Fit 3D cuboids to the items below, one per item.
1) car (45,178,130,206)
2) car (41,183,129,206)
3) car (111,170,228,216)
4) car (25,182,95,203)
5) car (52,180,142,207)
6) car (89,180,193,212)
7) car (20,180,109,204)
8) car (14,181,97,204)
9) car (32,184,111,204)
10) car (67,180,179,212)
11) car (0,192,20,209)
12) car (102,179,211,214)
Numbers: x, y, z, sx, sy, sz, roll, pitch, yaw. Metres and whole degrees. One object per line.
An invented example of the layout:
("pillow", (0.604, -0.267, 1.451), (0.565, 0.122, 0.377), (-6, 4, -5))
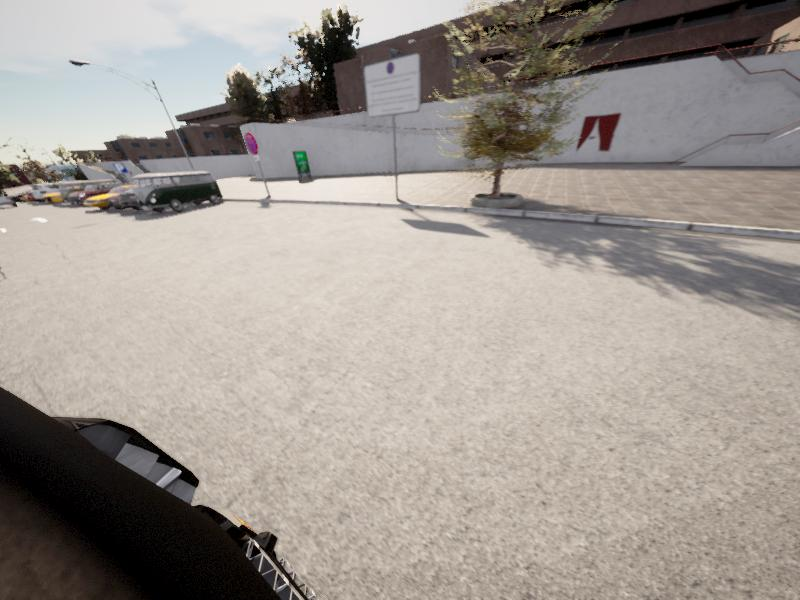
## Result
("car", (-31.538, -11.068, 23.583), (1.878, 1.987, 4.442), (2, 32, 10))
("car", (-34.058, -11.666, 25.309), (1.946, 1.575, 5.366), (2, 32, 11))
("car", (-13.509, -6.651, 14.093), (1.878, 1.987, 4.442), (2, 32, 10))
("car", (-44.416, -14.202, 30.374), (1.878, 1.987, 4.442), (2, 32, 10))
("car", (-28.933, -10.428, 22.403), (2.185, 1.767, 4.553), (2, 32, 10))
("car", (-18.624, -7.748, 17.042), (2.002, 1.452, 4.674), (2, 32, 10))
("car", (-41.825, -13.680, 29.119), (2.435, 2.045, 5.566), (2, 32, 11))
("car", (-46.972, -14.882, 31.798), (2.435, 2.045, 5.566), (2, 32, 10))
("car", (-39.232, -12.828, 27.870), (2.097, 1.535, 5.008), (2, 32, 10))
("car", (-21.234, -8.318, 18.218), (1.946, 1.575, 5.366), (2, 32, 10))
("car", (-46.502, -11.500, 26.739), (3.633, 1.501, 1.845), (13, 36, 27))
("car", (-16.056, -7.115, 15.683), (2.002, 1.452, 4.674), (2, 32, 11))
